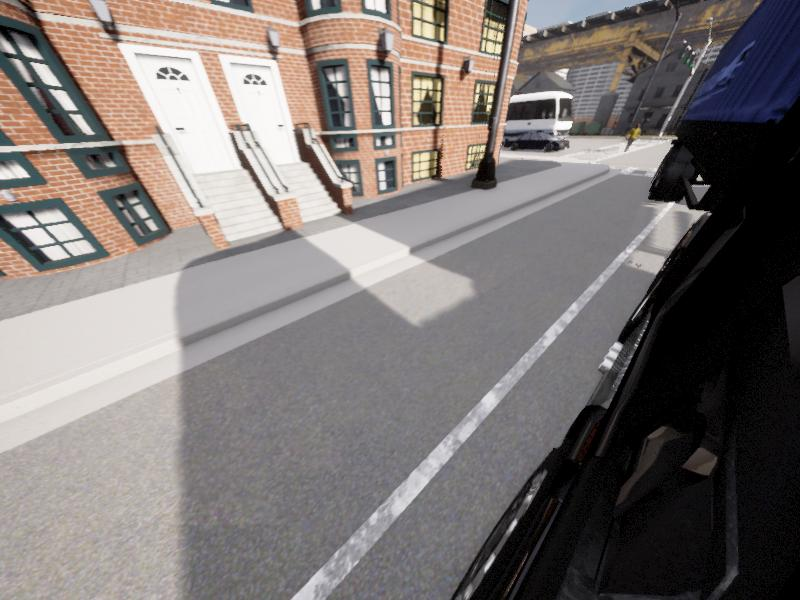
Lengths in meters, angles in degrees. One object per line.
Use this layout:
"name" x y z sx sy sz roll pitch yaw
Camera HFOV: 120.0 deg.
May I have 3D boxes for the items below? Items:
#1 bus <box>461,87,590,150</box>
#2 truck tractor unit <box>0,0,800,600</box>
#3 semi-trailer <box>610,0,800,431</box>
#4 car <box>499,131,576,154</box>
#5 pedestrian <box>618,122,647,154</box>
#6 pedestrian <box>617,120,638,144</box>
"bus" 12.029 -18.362 23.874 3.944 4.253 10.273 -28 44 -30
"truck tractor unit" 2.645 -0.295 0.352 6.516 4.208 3.053 -28 44 -30
"semi-trailer" 8.097 -3.951 4.750 2.717 4.402 14.254 27 46 33
"car" 11.889 -13.959 20.399 2.033 1.411 5.357 -28 44 -30
"pedestrian" 16.840 -11.771 16.784 0.751 1.860 0.751 18 42 25
"pedestrian" 22.813 -16.791 23.141 0.751 1.860 0.751 29 47 35
